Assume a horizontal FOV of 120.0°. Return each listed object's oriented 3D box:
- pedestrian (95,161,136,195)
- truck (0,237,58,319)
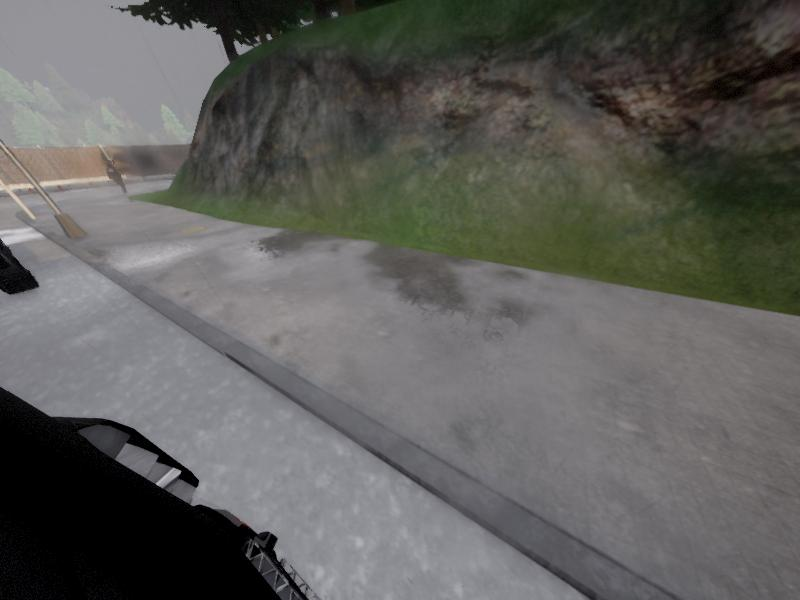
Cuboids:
[{"bbox_3d":[-18.368,-7.903,14.981,0.751,1.860,0.751,-20,38,-24],"label":"pedestrian"},{"bbox_3d":[-9.710,-1.054,4.221,6.274,2.098,2.390,16,38,26],"label":"truck"}]
